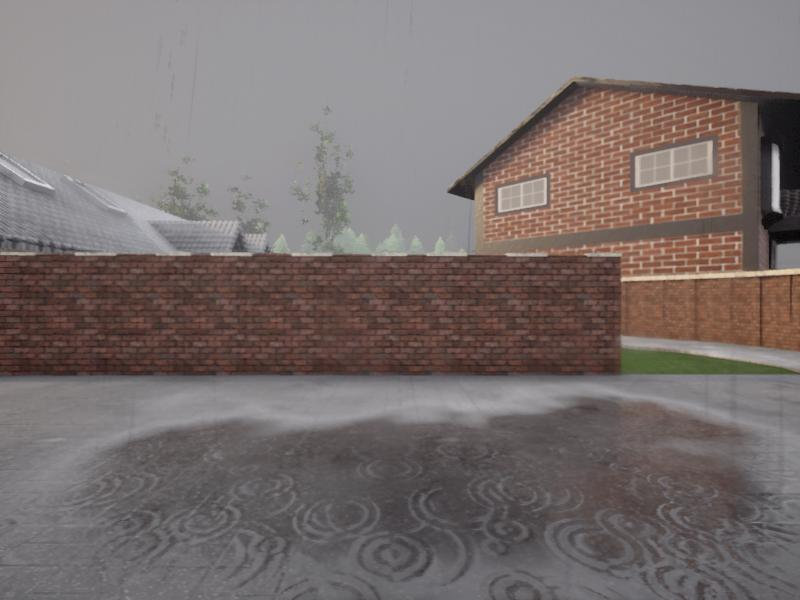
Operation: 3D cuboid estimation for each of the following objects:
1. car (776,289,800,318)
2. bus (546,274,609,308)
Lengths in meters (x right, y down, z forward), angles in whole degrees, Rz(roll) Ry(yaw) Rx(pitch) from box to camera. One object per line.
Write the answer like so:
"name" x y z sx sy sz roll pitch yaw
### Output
"car" 23.639 0.193 21.504 2.152 1.651 5.027 0 0 0
"bus" 23.703 -1.125 54.238 3.944 4.253 10.273 0 0 0
